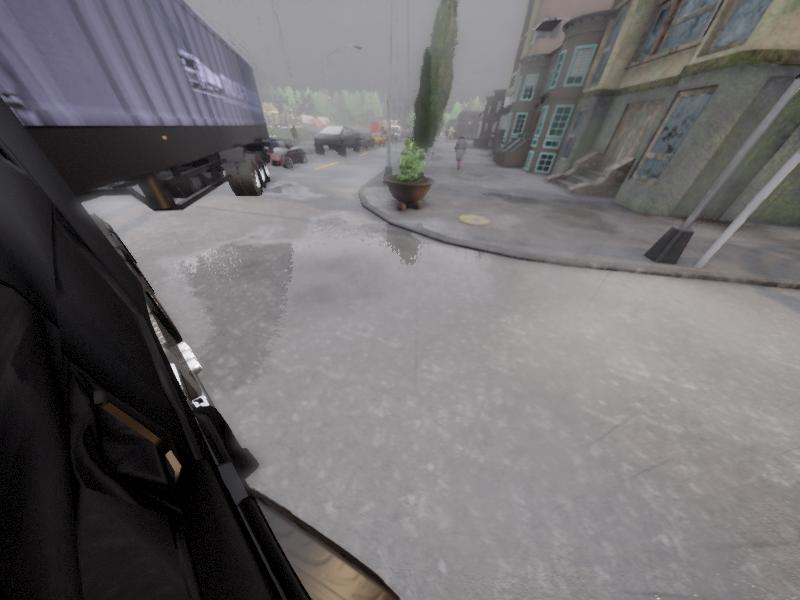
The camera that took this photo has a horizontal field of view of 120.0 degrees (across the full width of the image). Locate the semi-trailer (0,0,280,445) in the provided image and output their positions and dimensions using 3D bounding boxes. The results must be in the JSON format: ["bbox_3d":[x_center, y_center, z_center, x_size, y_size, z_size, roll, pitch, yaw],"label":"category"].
[{"bbox_3d":[-5.846,-4.645,5.803,2.717,4.402,14.254,-9,38,-15],"label":"semi-trailer"}]

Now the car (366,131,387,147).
[{"bbox_3d":[-3.299,-23.164,33.138,1.801,1.575,5.366,7,37,5],"label":"car"}]

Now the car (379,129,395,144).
[{"bbox_3d":[-2.126,-27.913,39.324,1.932,1.855,4.605,7,37,5],"label":"car"}]

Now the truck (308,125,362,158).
[{"bbox_3d":[-5.526,-14.509,20.971,2.390,2.098,6.274,7,37,5],"label":"truck"}]

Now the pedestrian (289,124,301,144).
[{"bbox_3d":[-12.483,-19.738,27.529,0.751,1.860,0.751,7,37,5],"label":"pedestrian"}]

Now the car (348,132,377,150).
[{"bbox_3d":[-4.338,-19.030,27.594,2.128,1.511,4.902,7,37,5],"label":"car"}]

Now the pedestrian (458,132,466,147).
[{"bbox_3d":[9.620,-24.918,35.903,0.751,1.860,0.751,5,37,3],"label":"pedestrian"}]

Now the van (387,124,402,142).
[{"bbox_3d":[-1.002,-32.603,45.124,1.988,2.561,5.915,7,37,5],"label":"van"}]

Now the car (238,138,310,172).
[{"bbox_3d":[-7.279,-8.877,13.950,1.994,1.385,4.181,3,36,0],"label":"car"}]

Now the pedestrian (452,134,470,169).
[{"bbox_3d":[3.988,-9.743,15.219,0.751,1.860,0.751,6,37,5],"label":"pedestrian"}]

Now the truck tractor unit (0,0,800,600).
[{"bbox_3d":[-2.645,-0.295,0.351,6.516,4.208,3.053,28,44,30],"label":"truck tractor unit"}]
